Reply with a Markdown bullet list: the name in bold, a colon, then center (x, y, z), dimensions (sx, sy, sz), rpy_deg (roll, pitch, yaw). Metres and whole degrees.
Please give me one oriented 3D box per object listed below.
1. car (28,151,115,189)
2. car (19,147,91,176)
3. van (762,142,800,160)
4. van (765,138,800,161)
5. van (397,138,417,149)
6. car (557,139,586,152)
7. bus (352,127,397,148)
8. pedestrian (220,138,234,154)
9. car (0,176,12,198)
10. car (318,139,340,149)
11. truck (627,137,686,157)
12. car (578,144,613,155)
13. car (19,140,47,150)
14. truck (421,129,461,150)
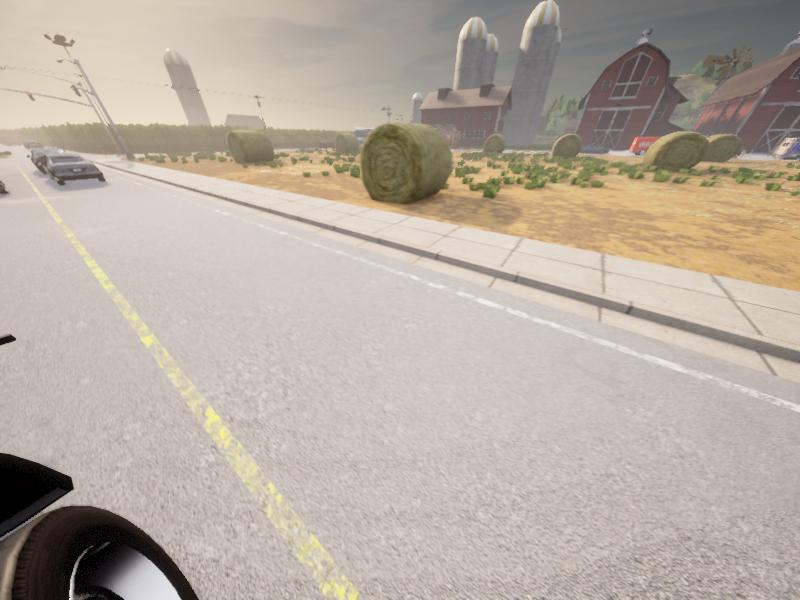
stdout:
- **car**: center (-19.212, -7.704, 13.476), dimensions (5.357, 1.411, 2.033), rpy_deg (22, 41, 28)
- **car**: center (-25.253, -10.197, 16.889), dimensions (4.792, 1.488, 2.163), rpy_deg (22, 41, 28)
- **van**: center (54.335, -20.414, 31.586), dimensions (4.442, 1.987, 1.775), rpy_deg (19, 40, 25)
- **van**: center (52.527, -18.870, 29.019), dimensions (6.366, 2.431, 2.351), rpy_deg (19, 39, 25)
- **van**: center (1.787, -38.942, 57.421), dimensions (4.480, 2.038, 2.069), rpy_deg (20, 40, 25)
- **car**: center (33.862, -30.513, 45.578), dimensions (3.866, 1.878, 1.905), rpy_deg (-8, 42, -8)
- **bus**: center (-6.026, -40.116, 57.113), dimensions (10.273, 4.253, 3.944), rpy_deg (2, 35, 3)
- **pedestrian**: center (-25.476, -22.716, 34.073), dimensions (0.751, 1.860, 0.751), rpy_deg (19, 39, 25)
- **car**: center (-19.723, -5.443, 10.287), dimensions (4.181, 1.385, 1.994), rpy_deg (22, 41, 28)
- **car**: center (-16.375, -36.086, 53.481), dimensions (2.097, 1.767, 4.553), rpy_deg (20, 40, 25)
- **truck**: center (39.143, -23.600, 35.584), dimensions (5.204, 2.467, 2.627), rpy_deg (19, 39, 25)
- **car**: center (32.829, -25.380, 38.983), dimensions (4.181, 1.385, 1.994), rpy_deg (19, 40, 25)
- **car**: center (-72.063, -30.461, 45.318), dimensions (4.792, 1.488, 2.163), rpy_deg (21, 40, 26)
- **truck**: center (9.275, -37.035, 53.229), dimensions (8.468, 3.827, 2.891), rpy_deg (19, 39, 25)
